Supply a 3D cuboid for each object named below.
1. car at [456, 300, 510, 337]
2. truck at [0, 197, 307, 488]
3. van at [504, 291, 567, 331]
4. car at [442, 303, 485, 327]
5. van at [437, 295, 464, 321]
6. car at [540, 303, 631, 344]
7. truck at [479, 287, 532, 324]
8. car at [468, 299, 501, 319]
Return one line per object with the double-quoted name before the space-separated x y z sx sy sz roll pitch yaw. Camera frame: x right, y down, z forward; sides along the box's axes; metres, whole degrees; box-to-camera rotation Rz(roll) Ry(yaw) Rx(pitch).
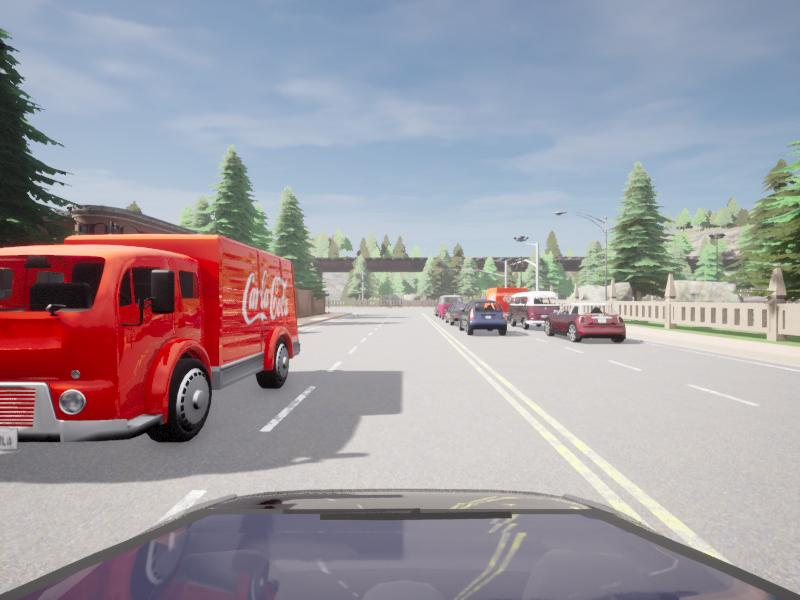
"car" 3.884 0.788 19.320 1.851 1.617 3.988 0 0 1
"truck" -3.370 0.353 6.016 2.627 2.467 5.204 0 0 1
"van" 7.443 0.571 22.492 2.069 2.038 4.480 0 0 1
"car" 4.012 0.895 26.078 2.033 1.411 5.357 0 0 1
"van" 4.143 0.599 33.180 1.775 1.987 4.442 0 0 1
"car" 7.326 0.853 16.244 1.970 1.475 3.806 0 0 1
"truck" 7.576 0.357 29.430 2.627 2.467 5.204 0 0 1
"car" 7.714 0.778 36.930 2.033 1.649 4.856 0 0 1
